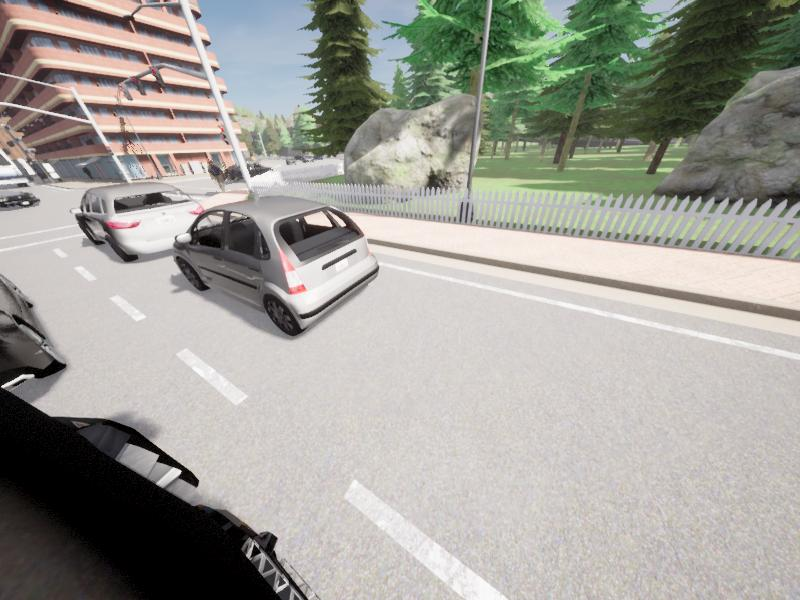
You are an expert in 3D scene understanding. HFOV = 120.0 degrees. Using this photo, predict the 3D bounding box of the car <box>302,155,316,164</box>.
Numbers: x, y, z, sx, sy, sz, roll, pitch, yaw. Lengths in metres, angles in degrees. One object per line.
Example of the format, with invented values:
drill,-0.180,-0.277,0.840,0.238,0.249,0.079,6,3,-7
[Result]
car,-19.265,-29.680,48.683,1.970,1.475,3.806,-17,36,-20

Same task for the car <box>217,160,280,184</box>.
car,-14.508,-12.581,22.560,1.837,1.490,4.892,10,36,19

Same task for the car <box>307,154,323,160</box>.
car,-23.137,-38.975,62.969,4.193,1.474,1.816,23,41,33

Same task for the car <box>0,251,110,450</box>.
car,-6.014,0.304,2.586,4.902,1.511,2.128,16,38,27

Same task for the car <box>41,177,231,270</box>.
car,-7.775,-2.551,6.877,4.611,1.667,2.242,17,38,27

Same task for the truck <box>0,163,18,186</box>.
truck,-60.299,-18.919,33.620,8.468,3.827,2.891,16,38,27

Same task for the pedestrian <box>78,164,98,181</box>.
pedestrian,-40.212,-16.424,29.777,0.751,1.860,0.751,25,43,35

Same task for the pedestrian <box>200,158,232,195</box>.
pedestrian,-10.985,-7.420,13.876,0.751,1.860,0.751,-16,36,-19

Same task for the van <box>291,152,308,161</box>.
van,-26.768,-38.247,61.699,4.442,1.987,1.775,23,41,33

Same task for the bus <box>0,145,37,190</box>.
bus,-49.466,-15.812,27.730,10.273,4.253,3.944,16,38,27

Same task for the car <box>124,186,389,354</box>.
car,-2.422,-0.931,4.082,3.988,1.617,1.851,16,38,27

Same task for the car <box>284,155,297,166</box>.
car,-20.705,-26.494,43.924,1.789,1.549,3.705,-13,35,-15

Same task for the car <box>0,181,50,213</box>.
car,-24.999,-5.813,13.331,5.357,1.411,2.033,-7,34,-6

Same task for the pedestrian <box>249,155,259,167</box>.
pedestrian,-27.453,-26.170,43.365,0.751,1.860,0.751,-7,34,-6
